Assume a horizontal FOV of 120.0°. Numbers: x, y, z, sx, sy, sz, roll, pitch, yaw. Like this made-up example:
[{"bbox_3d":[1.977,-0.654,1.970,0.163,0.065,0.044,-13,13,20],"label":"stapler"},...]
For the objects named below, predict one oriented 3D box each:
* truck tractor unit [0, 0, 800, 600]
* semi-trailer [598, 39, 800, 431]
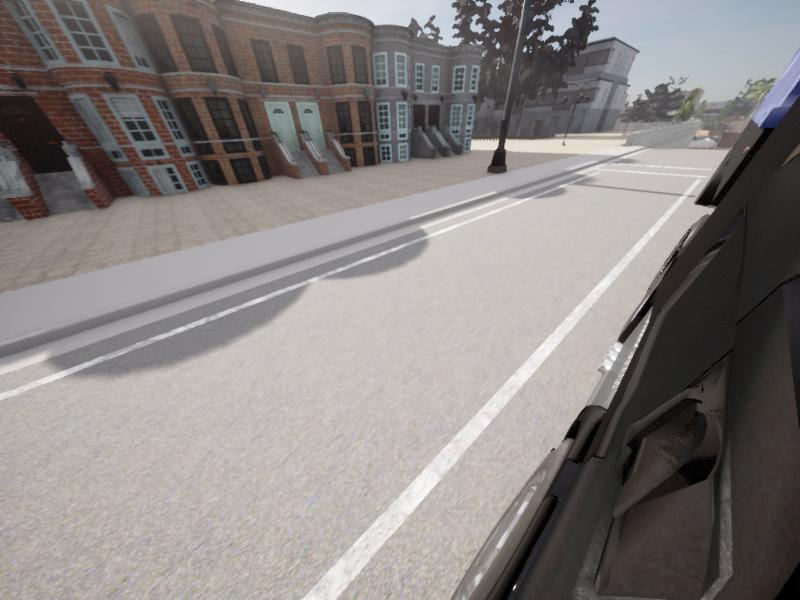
[{"bbox_3d":[2.645,-0.295,0.351,6.516,4.208,3.053,-28,44,-30],"label":"truck tractor unit"},{"bbox_3d":[8.678,-3.609,4.262,14.254,4.402,2.717,-28,44,-30],"label":"semi-trailer"}]
